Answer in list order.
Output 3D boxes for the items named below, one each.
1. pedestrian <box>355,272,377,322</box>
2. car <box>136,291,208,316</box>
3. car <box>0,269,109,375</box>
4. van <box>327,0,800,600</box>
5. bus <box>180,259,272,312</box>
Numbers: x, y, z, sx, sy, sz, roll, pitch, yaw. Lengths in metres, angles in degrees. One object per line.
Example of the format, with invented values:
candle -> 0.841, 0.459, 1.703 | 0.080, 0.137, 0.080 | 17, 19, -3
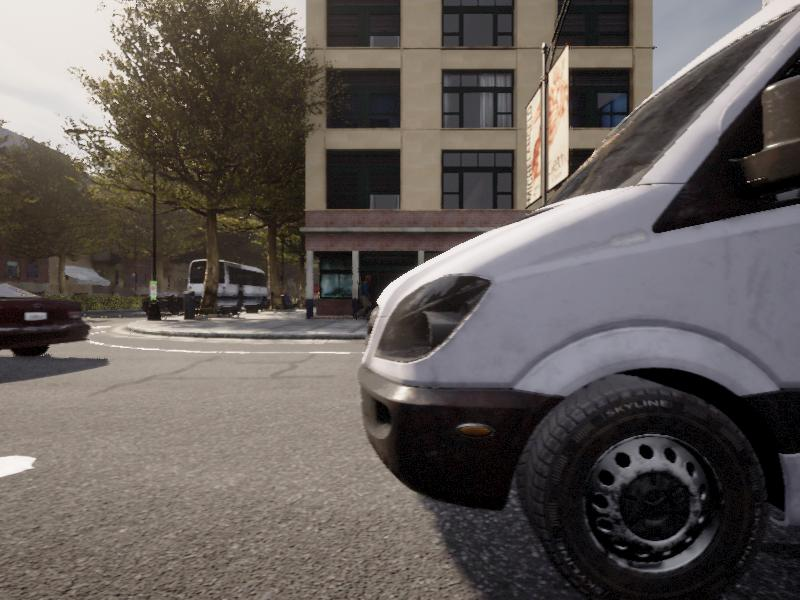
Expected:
pedestrian -> -1.304, -0.117, 15.387 | 0.751, 1.860, 0.751 | 0, 0, 2
car -> -15.356, 0.221, 27.310 | 2.128, 1.511, 4.902 | 0, 0, 0
car -> -7.823, 0.287, 6.365 | 5.357, 1.411, 2.033 | 0, 0, 11
van -> 2.746, -0.276, 2.191 | 5.915, 2.561, 1.988 | 0, 0, 1
bus -> -15.431, -1.149, 36.798 | 3.944, 4.253, 10.273 | 0, 0, 0
